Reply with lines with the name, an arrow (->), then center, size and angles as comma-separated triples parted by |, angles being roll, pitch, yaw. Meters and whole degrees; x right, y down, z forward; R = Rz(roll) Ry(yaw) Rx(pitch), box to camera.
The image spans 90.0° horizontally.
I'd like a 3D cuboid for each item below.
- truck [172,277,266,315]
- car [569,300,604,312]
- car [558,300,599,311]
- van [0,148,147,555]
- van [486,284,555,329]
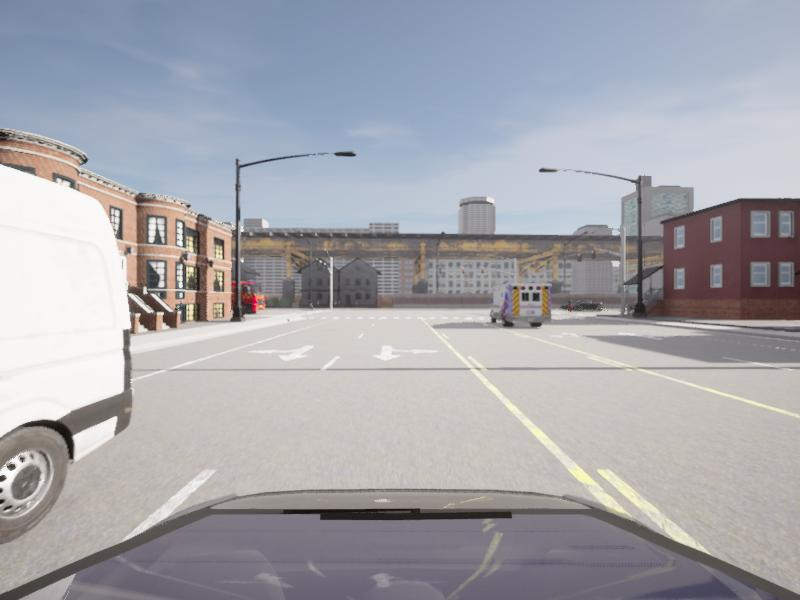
truck -> -18.667, -0.384, 41.589 | 8.468, 3.827, 2.891 | 0, 0, 0
car -> 24.182, 0.740, 51.864 | 3.705, 1.549, 1.789 | 0, 0, 0
car -> 24.651, 0.764, 55.361 | 4.892, 1.490, 1.837 | 1, 0, 0
van -> -3.525, 0.320, 1.002 | 1.988, 2.561, 5.915 | 0, 0, 1
van -> 7.106, 0.341, 24.589 | 2.351, 2.431, 6.366 | 0, 0, 0
